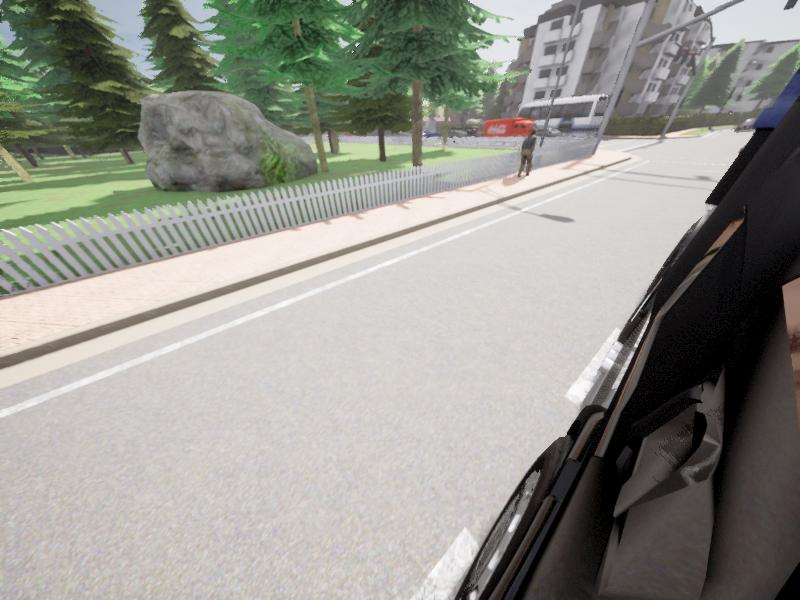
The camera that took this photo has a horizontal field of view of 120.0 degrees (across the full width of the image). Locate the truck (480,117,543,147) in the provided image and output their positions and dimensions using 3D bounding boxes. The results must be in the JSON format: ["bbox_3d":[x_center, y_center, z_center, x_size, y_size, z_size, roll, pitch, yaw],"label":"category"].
[{"bbox_3d":[12.095,-18.518,25.561,2.627,2.467,5.204,-25,42,-27],"label":"truck"}]

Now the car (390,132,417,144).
[{"bbox_3d":[0.588,-27.089,38.528,1.837,1.490,4.892,-25,43,-27],"label":"car"}]

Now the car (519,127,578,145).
[{"bbox_3d":[16.389,-18.333,25.834,2.128,1.511,4.902,-25,42,-27],"label":"car"}]

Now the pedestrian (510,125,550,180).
[{"bbox_3d":[5.394,-6.172,9.703,0.751,1.860,0.751,-27,43,-28],"label":"pedestrian"}]

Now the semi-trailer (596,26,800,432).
[{"bbox_3d":[8.817,-3.522,4.107,14.254,4.402,2.717,-27,43,-28],"label":"semi-trailer"}]

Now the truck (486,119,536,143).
[{"bbox_3d":[15.016,-23.269,31.735,2.627,2.467,5.204,-25,43,-27],"label":"truck"}]

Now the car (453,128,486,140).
[{"bbox_3d":[11.975,-28.826,40.063,1.801,1.575,5.366,-25,42,-27],"label":"car"}]

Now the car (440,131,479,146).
[{"bbox_3d":[7.734,-21.538,30.664,1.837,1.490,4.892,-25,43,-27],"label":"car"}]

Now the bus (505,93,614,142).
[{"bbox_3d":[19.999,-23.497,30.215,3.944,4.253,10.273,-25,42,-27],"label":"bus"}]

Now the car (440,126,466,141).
[{"bbox_3d":[8.763,-27.924,38.801,1.905,1.878,3.866,-25,42,-27],"label":"car"}]

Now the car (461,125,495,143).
[{"bbox_3d":[10.676,-22.917,31.998,1.905,1.878,3.866,-25,42,-27],"label":"car"}]

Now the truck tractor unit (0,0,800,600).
[{"bbox_3d":[2.645,-0.295,0.351,6.516,4.208,3.053,-28,44,-30],"label":"truck tractor unit"}]
